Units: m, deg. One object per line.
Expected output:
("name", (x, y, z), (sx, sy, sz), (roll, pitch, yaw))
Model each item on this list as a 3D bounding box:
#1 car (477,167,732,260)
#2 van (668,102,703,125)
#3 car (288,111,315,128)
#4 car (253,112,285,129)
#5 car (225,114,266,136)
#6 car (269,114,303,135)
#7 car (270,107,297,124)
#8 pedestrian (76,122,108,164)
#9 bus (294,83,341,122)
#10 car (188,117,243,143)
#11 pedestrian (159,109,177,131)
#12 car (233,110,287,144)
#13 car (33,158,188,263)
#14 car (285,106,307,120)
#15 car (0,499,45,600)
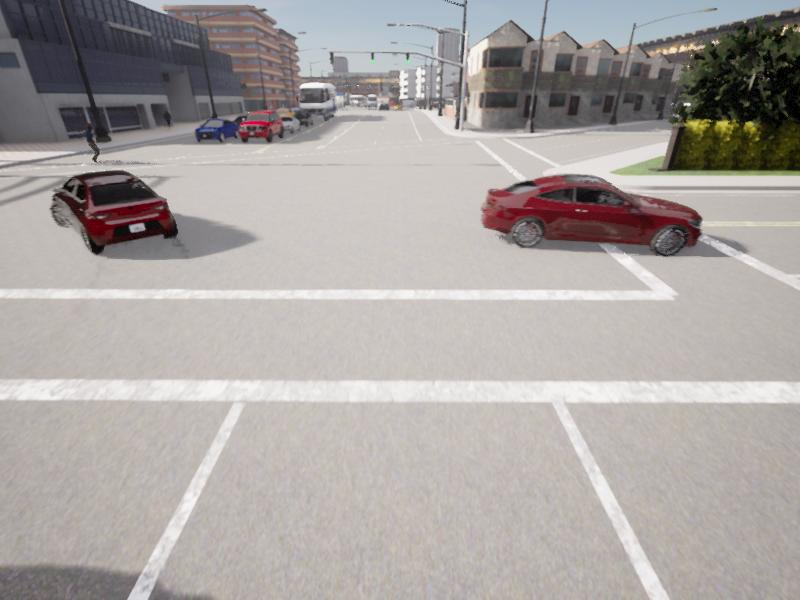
("car", (4.216, -2.070, 9.138), (4.674, 1.442, 1.812), (5, 28, 9))
("van", (38.772, -25.369, 54.284), (5.915, 2.561, 1.988), (-24, 35, -39))
("car", (-10.628, -19.567, 43.339), (1.816, 1.474, 4.193), (0, 28, 0))
("car", (-14.114, -19.482, 43.284), (1.994, 1.385, 4.181), (1, 28, 1))
("car", (-14.111, -16.136, 36.763), (1.837, 1.490, 4.892), (0, 27, 0))
("car", (-10.611, -16.504, 37.529), (1.812, 1.442, 4.674), (0, 27, 0))
("car", (-14.146, -22.543, 48.856), (1.882, 1.535, 5.008), (0, 28, 0))
("pedestrian", (-15.354, -7.818, 19.964), (0.751, 1.860, 0.751), (-17, 31, -31))
("bus", (-10.538, -26.162, 52.729), (3.944, 4.253, 10.273), (0, 28, 0))
("car", (-14.099, -13.206, 30.978), (1.882, 1.535, 5.008), (0, 27, 0))
("pedestrian", (-21.469, -16.677, 37.017), (0.751, 1.860, 0.751), (0, 27, 0))
("car", (-10.591, -13.446, 30.890), (2.150, 2.045, 5.566), (0, 27, 0))
("car", (-7.068, -2.365, 9.671), (4.193, 1.474, 1.816), (23, 35, 38))
("car", (-14.178, -25.711, 54.835), (1.812, 1.442, 4.674), (0, 28, 0))
("car", (-3.503, 2.413, 0.493), (1.895, 1.301, 4.718), (0, 27, 0))
